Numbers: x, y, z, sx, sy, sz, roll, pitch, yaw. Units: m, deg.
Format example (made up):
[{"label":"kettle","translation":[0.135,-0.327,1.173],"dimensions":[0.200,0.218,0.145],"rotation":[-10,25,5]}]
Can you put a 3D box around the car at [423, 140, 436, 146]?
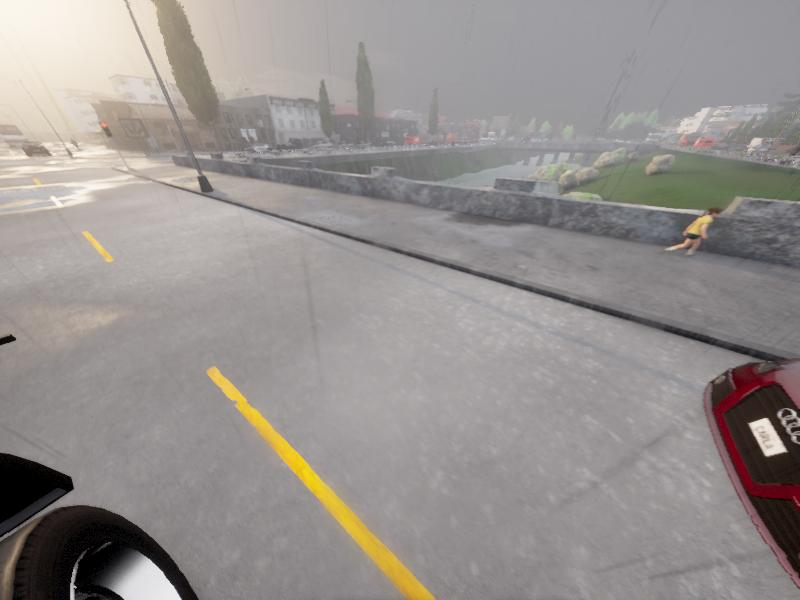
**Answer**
[{"label":"car","translation":[9.696,-51.029,75.105],"dimensions":[1.837,1.490,4.892],"rotation":[22,41,28]}]

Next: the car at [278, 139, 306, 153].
[{"label":"car","translation":[-19.216,-27.552,41.233],"dimensions":[1.905,1.878,3.866],"rotation":[22,41,28]}]

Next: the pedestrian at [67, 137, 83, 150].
[{"label":"pedestrian","translation":[-57.426,-27.581,40.795],"dimensions":[0.751,1.860,0.751],"rotation":[20,39,25]}]

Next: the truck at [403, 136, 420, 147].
[{"label":"truck","translation":[3.358,-46.245,67.427],"dimensions":[2.627,2.467,5.204],"rotation":[22,41,28]}]

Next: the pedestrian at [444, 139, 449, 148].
[{"label":"pedestrian","translation":[11.974,-40.592,59.779],"dimensions":[0.751,1.860,0.751],"rotation":[20,40,26]}]

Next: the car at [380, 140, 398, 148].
[{"label":"car","translation":[-2.794,-40.880,60.490],"dimensions":[1.930,1.638,5.238],"rotation":[22,41,28]}]

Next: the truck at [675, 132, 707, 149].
[{"label":"truck","translation":[81.898,-45.128,65.246],"dimensions":[2.891,3.827,8.468],"rotation":[22,41,28]}]

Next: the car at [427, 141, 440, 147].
[{"label":"car","translation":[10.133,-47.370,69.932],"dimensions":[1.816,1.474,4.193],"rotation":[22,41,28]}]

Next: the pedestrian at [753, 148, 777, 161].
[{"label":"pedestrian","translation":[44.201,-17.673,27.973],"dimensions":[0.751,1.300,0.751],"rotation":[-4,35,-5]}]

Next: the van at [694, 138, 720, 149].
[{"label":"van","translation":[86.119,-43.990,64.874],"dimensions":[2.351,2.431,6.366],"rotation":[22,41,28]}]

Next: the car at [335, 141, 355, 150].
[{"label":"car","translation":[-11.829,-33.489,49.961],"dimensions":[1.851,1.617,3.988],"rotation":[22,41,28]}]

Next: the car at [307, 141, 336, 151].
[{"label":"car","translation":[-15.491,-30.492,45.667],"dimensions":[2.152,1.651,5.027],"rotation":[22,41,28]}]

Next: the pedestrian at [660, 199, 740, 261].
[{"label":"pedestrian","translation":[6.231,-1.473,4.871],"dimensions":[0.500,1.100,0.500],"rotation":[22,41,28]}]

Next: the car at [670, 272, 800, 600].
[{"label":"car","translation":[4.267,1.501,0.626],"dimensions":[4.181,1.385,1.994],"rotation":[22,41,28]}]

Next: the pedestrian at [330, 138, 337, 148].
[{"label":"pedestrian","translation":[-15.085,-35.572,52.450],"dimensions":[0.751,1.860,0.751],"rotation":[25,42,31]}]

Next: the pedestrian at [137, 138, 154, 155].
[{"label":"pedestrian","translation":[-34.755,-20.956,31.546],"dimensions":[0.751,1.860,0.751],"rotation":[30,45,35]}]

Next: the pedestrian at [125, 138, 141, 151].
[{"label":"pedestrian","translation":[-45.496,-26.539,39.410],"dimensions":[0.751,1.860,0.751],"rotation":[8,36,11]}]

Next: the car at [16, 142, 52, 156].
[{"label":"car","translation":[-51.012,-21.137,32.197],"dimensions":[4.974,1.542,2.038],"rotation":[22,41,28]}]

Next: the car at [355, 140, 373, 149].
[{"label":"car","translation":[-8.415,-36.276,53.942],"dimensions":[1.851,1.617,3.988],"rotation":[22,41,28]}]

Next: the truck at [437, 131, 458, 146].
[{"label":"truck","translation":[15.605,-52.789,75.626],"dimensions":[2.891,3.827,8.468],"rotation":[22,41,28]}]

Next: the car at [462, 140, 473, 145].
[{"label":"car","translation":[25.916,-60.306,88.316],"dimensions":[2.038,1.542,4.974],"rotation":[22,41,28]}]

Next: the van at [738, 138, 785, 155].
[{"label":"van","translation":[67.792,-29.029,43.503],"dimensions":[2.351,2.431,6.366],"rotation":[22,41,28]}]

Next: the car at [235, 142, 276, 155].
[{"label":"car","translation":[-22.934,-24.341,36.961],"dimensions":[2.038,1.542,4.974],"rotation":[23,41,28]}]
